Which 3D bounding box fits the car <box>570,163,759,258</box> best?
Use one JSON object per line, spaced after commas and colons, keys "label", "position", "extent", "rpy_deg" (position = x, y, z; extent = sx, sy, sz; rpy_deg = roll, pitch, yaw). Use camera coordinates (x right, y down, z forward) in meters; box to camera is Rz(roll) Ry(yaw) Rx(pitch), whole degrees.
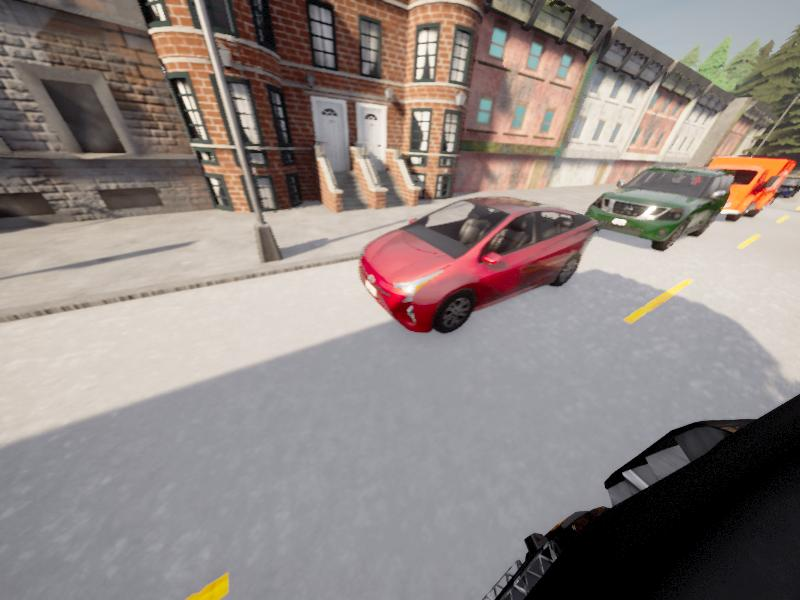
{"label": "car", "position": [8.646, -3.196, 7.591], "extent": [5.566, 2.045, 2.150], "rpy_deg": [-16, 38, -26]}

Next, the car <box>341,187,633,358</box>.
{"label": "car", "position": [1.545, -0.968, 4.142], "extent": [4.514, 1.525, 2.007], "rpy_deg": [-16, 38, -26]}

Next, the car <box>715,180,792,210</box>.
{"label": "car", "position": [22.922, -6.898, 14.980], "extent": [4.718, 1.301, 1.895], "rpy_deg": [-16, 38, -26]}

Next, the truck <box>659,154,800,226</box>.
{"label": "truck", "position": [16.036, -5.447, 11.184], "extent": [5.204, 2.467, 2.627], "rpy_deg": [-16, 38, -26]}

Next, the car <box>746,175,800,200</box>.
{"label": "car", "position": [32.330, -9.628, 19.672], "extent": [4.792, 1.488, 2.163], "rpy_deg": [-16, 38, -26]}
